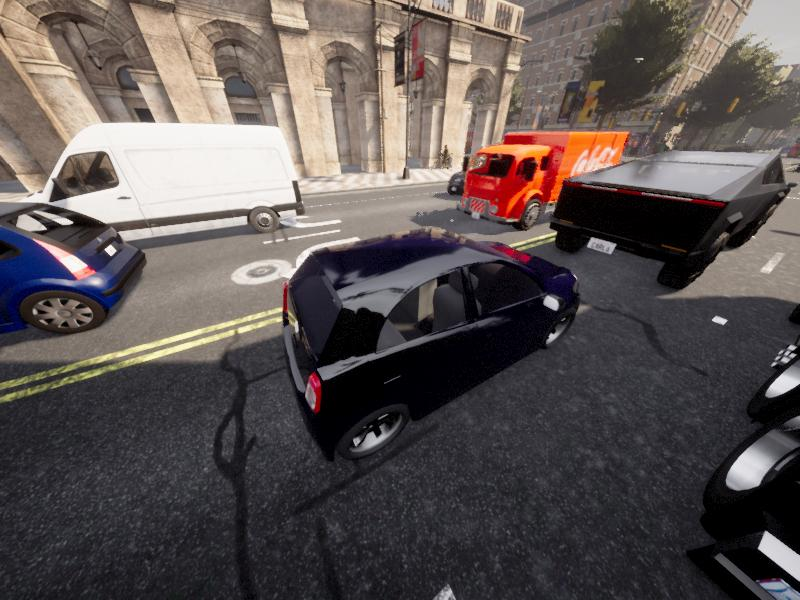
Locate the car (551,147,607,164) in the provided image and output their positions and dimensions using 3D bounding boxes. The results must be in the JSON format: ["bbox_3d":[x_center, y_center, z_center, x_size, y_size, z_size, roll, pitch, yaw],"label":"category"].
[{"bbox_3d":[22.050,-18.042,28.740,2.128,1.511,4.902,-18,39,-24],"label":"car"}]

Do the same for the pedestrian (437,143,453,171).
[{"bbox_3d":[3.655,-11.662,18.829,0.751,1.860,0.751,-17,39,-24],"label":"pedestrian"}]

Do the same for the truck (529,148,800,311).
[{"bbox_3d":[6.360,-2.163,5.312,6.274,2.098,2.390,-18,39,-24],"label":"truck"}]

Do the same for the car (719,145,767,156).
[{"bbox_3d":[67.620,-29.709,45.712,1.930,1.638,5.238,3,35,3],"label":"car"}]

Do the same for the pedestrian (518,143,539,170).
[{"bbox_3d":[10.935,-12.211,19.672,0.751,1.860,0.751,-12,37,-17],"label":"pedestrian"}]

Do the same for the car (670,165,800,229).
[{"bbox_3d":[12.256,-3.857,8.333,3.806,1.475,1.970,-18,39,-25],"label":"car"}]

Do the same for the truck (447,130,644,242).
[{"bbox_3d":[4.563,-4.056,7.657,5.204,2.467,2.627,-19,39,-23],"label":"truck"}]

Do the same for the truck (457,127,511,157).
[{"bbox_3d":[13.930,-27.050,39.586,2.891,3.827,8.468,-18,39,-24],"label":"truck"}]

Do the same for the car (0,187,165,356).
[{"bbox_3d":[-6.145,-0.215,2.854,3.988,1.617,1.851,-18,39,-24],"label":"car"}]

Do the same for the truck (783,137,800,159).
[{"bbox_3d":[67.318,-25.373,37.568,8.468,3.827,2.891,-18,39,-25],"label":"truck"}]

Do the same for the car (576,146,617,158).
[{"bbox_3d":[32.573,-24.706,38.441,1.812,1.442,4.674,-18,39,-24],"label":"car"}]

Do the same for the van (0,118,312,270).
[{"bbox_3d":[-5.825,-3.006,6.048,5.915,2.561,1.988,-18,39,-24],"label":"van"}]

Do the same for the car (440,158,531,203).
[{"bbox_3d":[4.012,-5.795,11.006,3.633,1.501,1.845,-18,39,-25],"label":"car"}]

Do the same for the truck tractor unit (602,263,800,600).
[{"bbox_3d":[5.107,-0.304,0.785,6.516,4.208,3.053,-18,39,-24],"label":"truck tractor unit"}]

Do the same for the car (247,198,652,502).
[{"bbox_3d":[0.565,-0.045,2.727,3.633,1.501,1.845,-18,39,-24],"label":"car"}]

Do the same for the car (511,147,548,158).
[{"bbox_3d":[20.498,-23.492,36.740,1.895,1.301,4.718,-18,39,-24],"label":"car"}]
